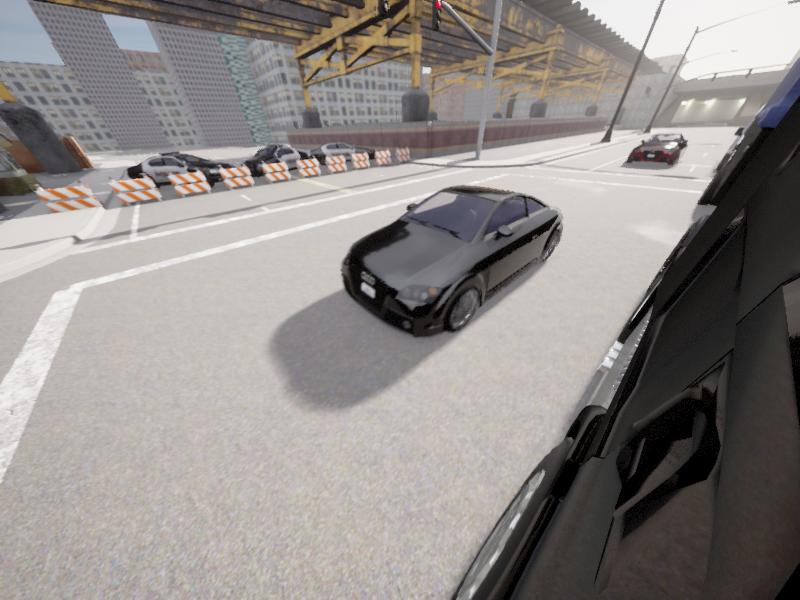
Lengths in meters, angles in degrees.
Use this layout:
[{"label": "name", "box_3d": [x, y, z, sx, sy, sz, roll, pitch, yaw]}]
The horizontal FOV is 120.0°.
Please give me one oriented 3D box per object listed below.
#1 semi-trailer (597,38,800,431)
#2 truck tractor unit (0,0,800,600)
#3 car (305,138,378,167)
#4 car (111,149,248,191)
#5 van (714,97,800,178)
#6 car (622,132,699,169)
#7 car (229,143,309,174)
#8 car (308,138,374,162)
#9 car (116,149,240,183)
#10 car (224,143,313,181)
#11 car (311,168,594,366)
[{"label": "semi-trailer", "box_3d": [8.719, -3.583, 4.218, 14.254, 4.402, 2.717, -28, 44, -30]}, {"label": "truck tractor unit", "box_3d": [2.645, -0.295, 0.351, 6.516, 4.208, 3.053, -28, 44, -30]}, {"label": "car", "box_3d": [-4.407, -11.438, 17.866, 4.974, 1.542, 2.038, -9, 37, -9]}, {"label": "car", "box_3d": [-11.420, -6.962, 12.305, 4.974, 1.542, 2.038, 0, 37, 3]}, {"label": "van", "box_3d": [17.050, -7.550, 10.587, 5.915, 2.561, 1.988, -29, 44, -30]}, {"label": "car", "box_3d": [14.680, -8.543, 13.033, 4.181, 1.385, 1.994, -29, 44, -30]}, {"label": "car", "box_3d": [-7.940, -9.031, 14.597, 1.853, 1.218, 4.536, 6, 38, 11]}, {"label": "car", "box_3d": [-4.463, -11.556, 17.763, 4.536, 1.218, 1.853, -9, 37, -9]}, {"label": "car", "box_3d": [-11.477, -7.088, 12.213, 4.536, 1.218, 1.853, 0, 37, 3]}, {"label": "car", "box_3d": [-7.945, -8.874, 14.651, 2.038, 1.542, 4.974, 6, 38, 11]}, {"label": "car", "box_3d": [1.087, -1.097, 3.900, 4.181, 1.385, 1.994, -29, 44, -31]}]
